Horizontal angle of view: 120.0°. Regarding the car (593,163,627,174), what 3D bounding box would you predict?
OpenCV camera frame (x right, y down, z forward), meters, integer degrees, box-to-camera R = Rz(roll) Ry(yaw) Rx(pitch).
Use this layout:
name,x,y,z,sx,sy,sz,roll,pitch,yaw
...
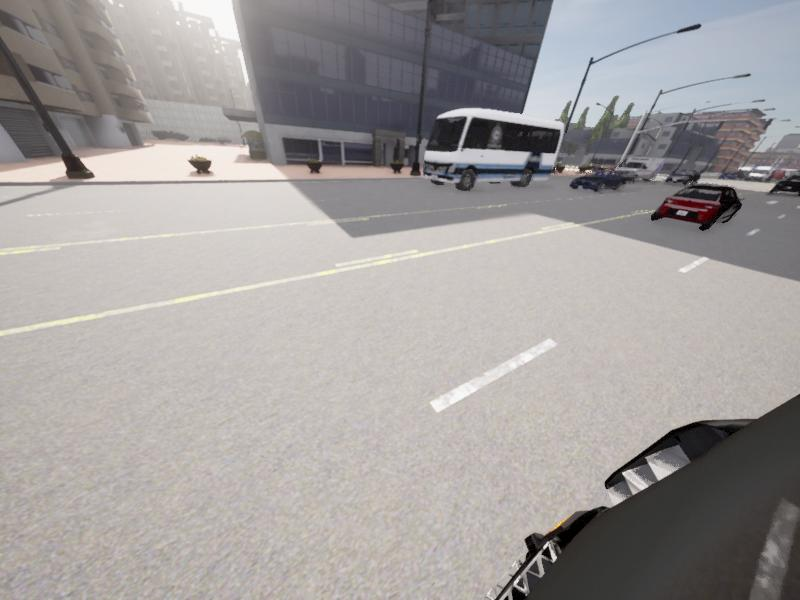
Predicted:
name,x,y,z,sx,sy,sz,roll,pitch,yaw
car,39.893,-25.051,43.904,1.994,1.385,4.181,-15,37,-26

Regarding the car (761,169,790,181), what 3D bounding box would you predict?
name,x,y,z,sx,sy,sz,roll,pitch,yaw
car,86.287,-28.743,53.083,5.566,2.045,2.150,-16,38,-24

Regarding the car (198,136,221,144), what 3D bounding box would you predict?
name,x,y,z,sx,sy,sz,roll,pitch,yaw
car,-46.138,-38.778,55.981,3.806,1.475,1.970,-14,37,-25

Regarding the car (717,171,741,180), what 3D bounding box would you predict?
name,x,y,z,sx,sy,sz,roll,pitch,yaw
car,67.204,-25.449,47.153,4.193,1.474,1.816,-15,37,-26

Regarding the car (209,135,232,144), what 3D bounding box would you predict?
name,x,y,z,sx,sy,sz,roll,pitch,yaw
car,-51.677,-46.201,66.544,4.856,1.649,2.033,-14,37,-25

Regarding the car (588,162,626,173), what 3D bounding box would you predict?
name,x,y,z,sx,sy,sz,roll,pitch,yaw
car,41.905,-26.928,46.953,2.033,1.411,5.357,-14,37,-26

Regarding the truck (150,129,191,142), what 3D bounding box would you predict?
name,x,y,z,sx,sy,sz,roll,pitch,yaw
truck,-54.494,-39.203,55.111,6.274,2.098,2.390,-14,37,-25

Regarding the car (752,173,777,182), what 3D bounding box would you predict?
name,x,y,z,sx,sy,sz,roll,pitch,yaw
car,75.836,-25.510,48.050,4.674,1.442,1.812,-15,38,-25

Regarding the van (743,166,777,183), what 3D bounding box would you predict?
name,x,y,z,sx,sy,sz,roll,pitch,yaw
van,69.596,-24.313,44.678,5.915,2.561,1.988,-15,38,-26

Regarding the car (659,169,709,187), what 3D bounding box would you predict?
name,x,y,z,sx,sy,sz,roll,pitch,yaw
car,32.168,-13.881,26.139,4.902,1.511,2.128,-15,38,-26

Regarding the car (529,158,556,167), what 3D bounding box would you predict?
name,x,y,z,sx,sy,sz,roll,pitch,yaw
car,33.082,-32.143,53.907,1.882,1.535,5.008,-14,37,-26

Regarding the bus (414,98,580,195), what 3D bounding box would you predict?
name,x,y,z,sx,sy,sz,roll,pitch,yaw
bus,6.541,-10.068,15.836,10.273,4.253,3.944,-15,38,-26

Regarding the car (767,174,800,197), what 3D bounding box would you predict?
name,x,y,z,sx,sy,sz,roll,pitch,yaw
car,38.795,-11.307,22.686,5.238,1.638,1.930,-15,38,-26

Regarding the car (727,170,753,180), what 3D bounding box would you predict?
name,x,y,z,sx,sy,sz,roll,pitch,yaw
car,75.247,-27.693,51.115,5.238,1.638,1.930,-15,38,-25

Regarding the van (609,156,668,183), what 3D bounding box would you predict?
name,x,y,z,sx,sy,sz,roll,pitch,yaw
van,28.079,-15.366,27.208,6.366,2.431,2.351,-15,38,-26

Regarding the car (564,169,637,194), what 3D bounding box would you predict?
name,x,y,z,sx,sy,sz,roll,pitch,yaw
car,15.569,-9.244,17.898,5.357,1.411,2.033,-15,38,-26

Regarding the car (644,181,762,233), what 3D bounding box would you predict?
name,x,y,z,sx,sy,sz,roll,pitch,yaw
car,12.821,-4.071,9.803,4.193,1.474,1.816,-16,38,-26
